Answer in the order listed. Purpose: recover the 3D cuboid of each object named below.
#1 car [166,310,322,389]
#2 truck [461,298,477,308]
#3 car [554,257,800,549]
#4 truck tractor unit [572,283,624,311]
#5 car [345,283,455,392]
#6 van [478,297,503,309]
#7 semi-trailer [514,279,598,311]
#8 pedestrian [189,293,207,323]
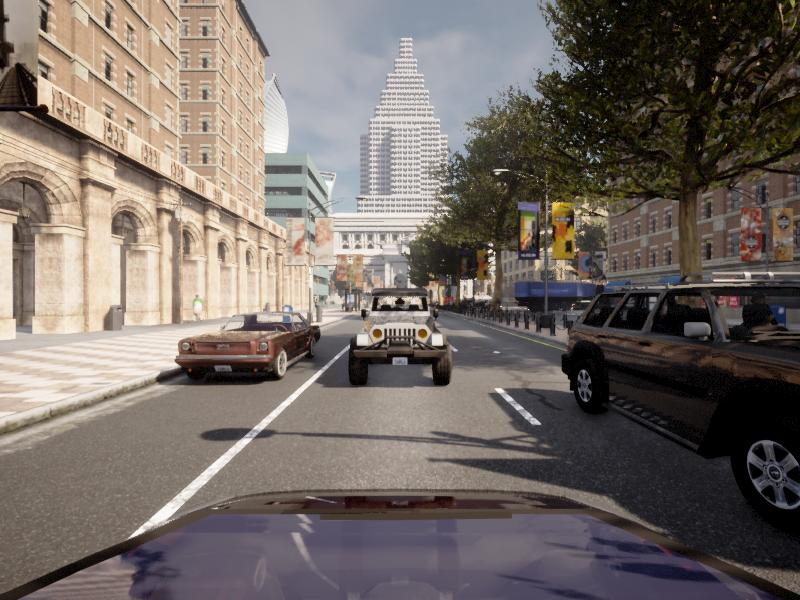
[{"bbox_3d":[-3.250,0.940,9.526,1.895,1.301,4.718,0,0,0],"label":"car"},{"bbox_3d":[14.999,0.555,87.625,2.390,2.098,6.274,0,0,0],"label":"truck"},{"bbox_3d":[3.501,0.653,4.281,1.932,1.855,4.605,0,0,0],"label":"car"},{"bbox_3d":[30.441,-0.504,61.825,6.516,4.208,3.053,0,0,-3],"label":"truck tractor unit"},{"bbox_3d":[-0.001,0.647,8.857,1.905,1.878,3.866,0,0,0],"label":"car"},{"bbox_3d":[16.223,0.582,71.716,2.069,2.038,4.480,0,0,-24],"label":"van"},{"bbox_3d":[23.197,-0.614,58.975,14.254,4.402,2.717,0,-1,-27],"label":"semi-trailer"},{"bbox_3d":[-12.432,0.489,24.610,0.751,1.860,0.751,0,0,0],"label":"pedestrian"}]
